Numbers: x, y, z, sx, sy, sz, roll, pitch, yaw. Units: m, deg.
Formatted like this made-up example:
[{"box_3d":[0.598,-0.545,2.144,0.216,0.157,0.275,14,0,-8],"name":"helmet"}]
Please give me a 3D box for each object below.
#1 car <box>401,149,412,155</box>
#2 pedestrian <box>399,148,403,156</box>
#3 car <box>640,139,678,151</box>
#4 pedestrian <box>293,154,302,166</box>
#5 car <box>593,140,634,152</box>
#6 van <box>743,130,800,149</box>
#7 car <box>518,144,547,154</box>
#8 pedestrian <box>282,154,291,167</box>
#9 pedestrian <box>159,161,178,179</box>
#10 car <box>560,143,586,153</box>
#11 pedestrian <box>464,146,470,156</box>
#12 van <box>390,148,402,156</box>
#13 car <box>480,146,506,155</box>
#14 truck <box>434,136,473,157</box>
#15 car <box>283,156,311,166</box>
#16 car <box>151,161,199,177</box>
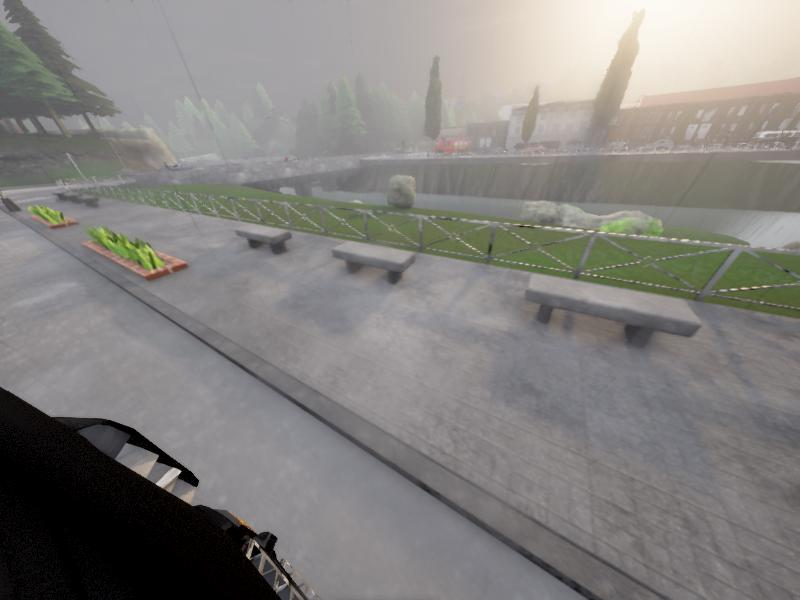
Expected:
[{"box_3d":[2.499,-56.766,88.563,2.007,1.525,4.514,16,38,26],"name":"car"},{"box_3d":[0.251,-44.304,69.210,0.751,1.860,0.751,-27,40,-32],"name":"pedestrian"},{"box_3d":[44.868,-26.923,40.185,3.806,1.475,1.970,16,38,26],"name":"car"},{"box_3d":[-18.877,-25.878,42.678,0.751,1.860,0.751,21,40,32],"name":"pedestrian"},{"box_3d":[39.446,-28.535,42.878,5.238,1.638,1.930,16,38,26],"name":"car"},{"box_3d":[52.625,-22.409,32.259,4.480,2.038,2.069,16,38,26],"name":"van"},{"box_3d":[27.895,-31.813,48.711,5.027,1.651,2.152,16,38,26],"name":"car"},{"box_3d":[-20.307,-24.982,41.425,0.751,1.860,0.751,24,42,35],"name":"pedestrian"},{"box_3d":[-28.598,-16.075,28.507,0.751,1.860,0.751,16,38,26],"name":"pedestrian"},{"box_3d":[34.081,-29.991,45.627,3.806,1.475,1.970,16,38,26],"name":"car"},{"box_3d":[15.037,-33.630,52.145,0.751,1.860,0.751,-16,36,-19],"name":"pedestrian"},{"box_3d":[-1.328,-53.245,82.975,2.069,2.038,4.480,16,38,26],"name":"van"},{"box_3d":[20.991,-33.782,52.197,4.856,1.649,2.033,16,38,26],"name":"car"},{"box_3d":[12.733,-37.044,55.729,8.468,3.827,2.891,16,38,26],"name":"truck"},{"box_3d":[-21.297,-28.917,48.015,2.038,1.542,4.974,16,39,26],"name":"car"},{"box_3d":[-34.614,-20.252,35.695,2.242,1.667,4.611,16,38,26],"name":"car"}]
